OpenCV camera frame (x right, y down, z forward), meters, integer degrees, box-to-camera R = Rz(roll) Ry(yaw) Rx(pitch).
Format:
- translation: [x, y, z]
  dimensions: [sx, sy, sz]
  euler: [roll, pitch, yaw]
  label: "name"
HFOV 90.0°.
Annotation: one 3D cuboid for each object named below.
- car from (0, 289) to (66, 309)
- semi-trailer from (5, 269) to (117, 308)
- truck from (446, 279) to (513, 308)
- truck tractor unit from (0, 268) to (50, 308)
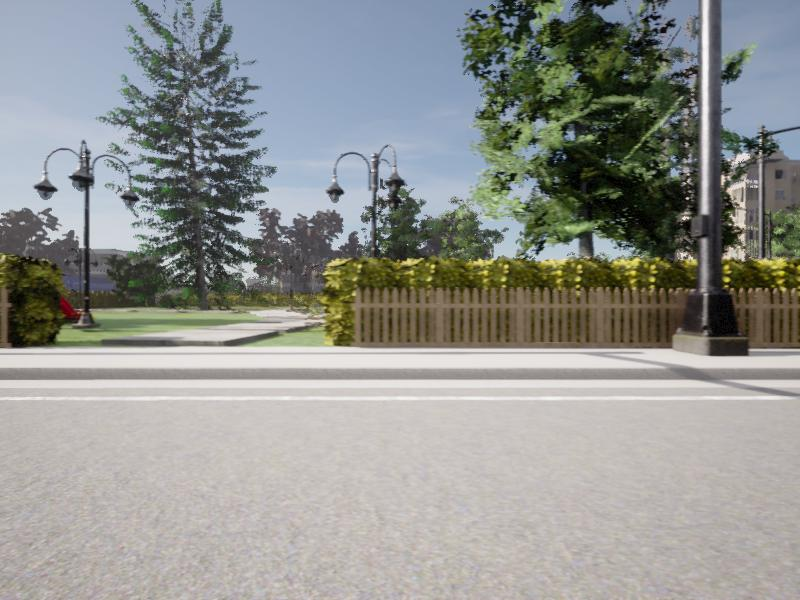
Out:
- translation: [-39.167, -0.131, 42.838]
  dimensions: [2.150, 2.045, 5.566]
  euler: [0, 0, -1]
  label: "car"
- translation: [-43.089, -1.327, 52.018]
  dimensions: [2.717, 4.402, 14.254]
  euler: [0, 0, -1]
  label: "semi-trailer"
- translation: [10.770, -0.897, 54.742]
  dimensions: [8.468, 3.827, 2.891]
  euler: [0, 0, 0]
  label: "truck"
- translation: [-42.914, -1.226, 44.108]
  dimensions: [3.053, 4.208, 6.516]
  euler: [0, 0, -2]
  label: "truck tractor unit"
